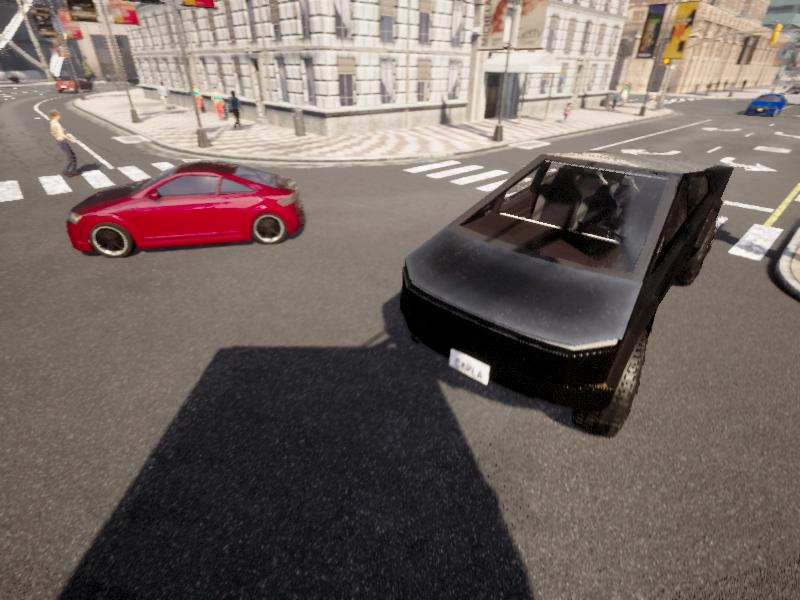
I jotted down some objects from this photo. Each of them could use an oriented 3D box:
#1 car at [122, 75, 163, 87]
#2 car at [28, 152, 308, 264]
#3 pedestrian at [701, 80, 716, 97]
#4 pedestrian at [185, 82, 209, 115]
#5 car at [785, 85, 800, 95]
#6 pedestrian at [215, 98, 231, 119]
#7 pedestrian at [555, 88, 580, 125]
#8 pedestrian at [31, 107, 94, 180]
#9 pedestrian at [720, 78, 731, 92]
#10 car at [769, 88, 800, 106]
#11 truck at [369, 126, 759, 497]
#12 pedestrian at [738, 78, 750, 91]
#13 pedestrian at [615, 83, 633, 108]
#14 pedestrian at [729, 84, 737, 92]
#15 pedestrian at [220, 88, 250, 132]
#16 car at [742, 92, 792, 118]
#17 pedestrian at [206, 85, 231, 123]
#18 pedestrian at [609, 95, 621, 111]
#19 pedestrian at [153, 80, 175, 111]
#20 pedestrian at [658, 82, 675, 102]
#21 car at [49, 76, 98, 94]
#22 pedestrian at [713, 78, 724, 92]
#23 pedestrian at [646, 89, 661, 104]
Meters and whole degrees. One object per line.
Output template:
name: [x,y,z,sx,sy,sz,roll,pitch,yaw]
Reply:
car: [-38.917,-33.311,60.685,1.837,1.490,4.892,13,32,20]
car: [-4.084,-1.956,7.932,4.181,1.385,1.994,-7,31,-13]
pedestrian: [39.071,-26.809,50.660,0.751,1.860,0.751,-21,37,-33]
pedestrian: [-13.058,-12.975,25.755,0.751,1.860,0.751,-24,38,-35]
car: [61.094,-32.321,61.512,4.718,1.301,1.895,-25,39,-36]
pedestrian: [-10.636,-11.491,24.024,0.500,1.100,0.500,26,39,36]
pedestrian: [9.883,-11.389,23.575,0.751,1.860,0.751,-26,39,-37]
pedestrian: [-9.915,-4.611,11.807,0.751,1.860,0.751,26,39,36]
pedestrian: [50.157,-33.077,61.652,0.751,1.860,0.751,27,39,37]
car: [41.315,-21.193,41.771,1.845,1.501,3.633,-25,39,-37]
truck: [2.685,-0.856,5.482,2.390,2.098,6.274,24,38,35]
pedestrian: [56.049,-35.087,65.231,0.751,1.860,0.751,-26,40,-38]
pedestrian: [19.409,-17.714,34.628,0.751,1.860,0.751,25,38,35]
pedestrian: [52.345,-33.355,62.933,0.500,1.100,0.500,-14,33,-23]
pedestrian: [-8.075,-9.310,19.595,0.751,1.860,0.751,24,38,34]
car: [29.229,-15.544,31.810,5.008,1.535,1.882,-24,39,-37]
pedestrian: [-10.226,-11.057,22.537,0.751,1.860,0.751,-21,37,-32]
pedestrian: [17.070,-15.641,31.777,0.500,1.100,0.500,22,36,32]
pedestrian: [-16.473,-14.294,27.935,0.751,1.860,0.751,-24,39,-36]
pedestrian: [28.738,-22.388,43.151,0.751,1.860,0.751,-23,38,-34]
car: [-37.312,-24.742,45.925,2.152,1.651,5.027,-4,31,-9]
pedestrian: [49.724,-33.556,62.462,0.751,1.860,0.751,24,37,34]
pedestrian: [25.763,-20.648,40.656,0.751,1.300,0.751,-24,38,-36]
